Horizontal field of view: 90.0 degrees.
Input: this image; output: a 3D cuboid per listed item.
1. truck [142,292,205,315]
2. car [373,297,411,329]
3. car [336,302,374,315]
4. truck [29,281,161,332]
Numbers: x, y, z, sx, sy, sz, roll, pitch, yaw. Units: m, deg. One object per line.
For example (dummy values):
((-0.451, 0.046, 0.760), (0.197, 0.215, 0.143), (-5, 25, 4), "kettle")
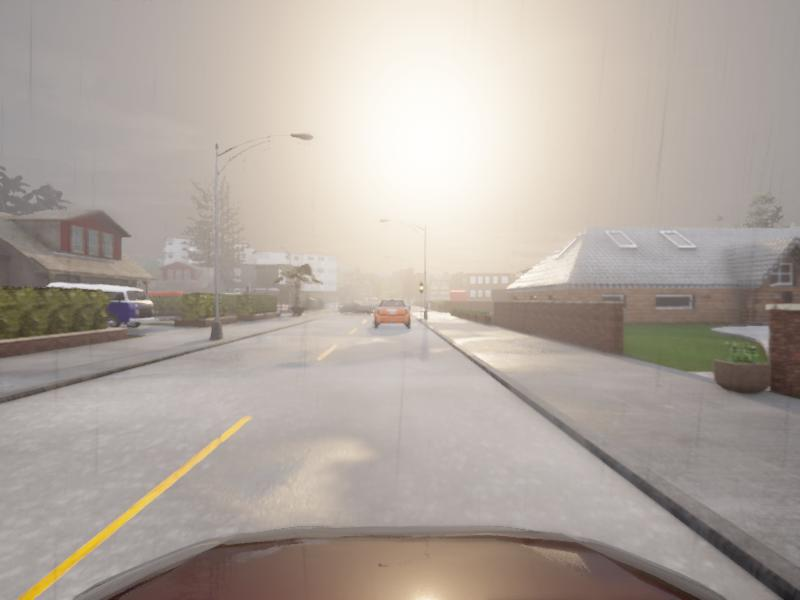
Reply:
((-24.053, 0.367, 42.703), (5.204, 2.467, 2.627), (0, 0, -1), "truck")
((-0.469, 0.701, 24.478), (2.097, 1.767, 4.553), (0, 0, -1), "car")
((-5.024, 0.913, 44.735), (4.181, 1.385, 1.994), (0, 0, 44), "car")
((-14.023, 0.301, 18.618), (4.478, 2.038, 2.069), (3, 0, -1), "truck")
